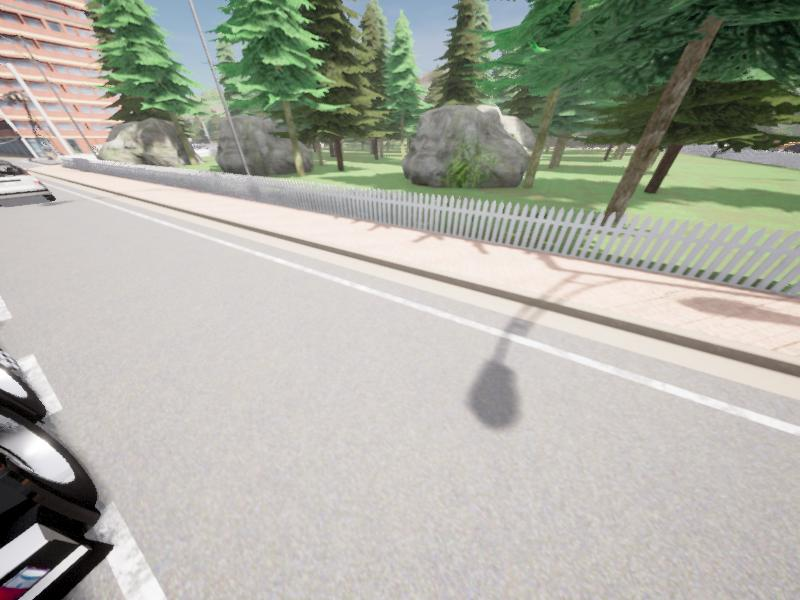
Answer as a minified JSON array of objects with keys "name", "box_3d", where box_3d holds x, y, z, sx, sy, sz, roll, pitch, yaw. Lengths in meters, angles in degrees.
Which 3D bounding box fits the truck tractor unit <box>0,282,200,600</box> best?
[{"name":"truck tractor unit","box_3d":[-5.141,-0.269,0.735,6.516,4.208,3.053,17,38,23]}]

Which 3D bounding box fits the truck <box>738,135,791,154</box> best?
[{"name":"truck","box_3d":[62.906,-26.978,40.049,2.627,2.467,5.204,19,39,26]}]

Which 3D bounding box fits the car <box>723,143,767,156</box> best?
[{"name":"car","box_3d":[57.518,-25.296,38.671,2.152,1.651,5.027,19,39,26]}]

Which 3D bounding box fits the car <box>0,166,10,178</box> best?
[{"name":"car","box_3d":[-32.326,-10.119,17.324,4.611,1.667,2.242,18,39,25]}]

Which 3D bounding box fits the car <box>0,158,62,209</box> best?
[{"name":"car","box_3d":[-17.910,-5.363,10.436,3.988,1.617,1.851,18,39,24]}]

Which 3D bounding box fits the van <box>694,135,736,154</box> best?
[{"name":"van","box_3d":[55.110,-27.387,40.606,1.988,2.561,5.915,19,39,26]}]

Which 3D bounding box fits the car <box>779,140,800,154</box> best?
[{"name":"car","box_3d":[64.875,-24.745,37.355,1.905,1.878,3.866,19,39,26]}]

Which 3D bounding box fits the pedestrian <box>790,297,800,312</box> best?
[{"name":"pedestrian","box_3d":[6.091,-0.389,2.571,0.751,1.860,0.751,18,39,24]}]
